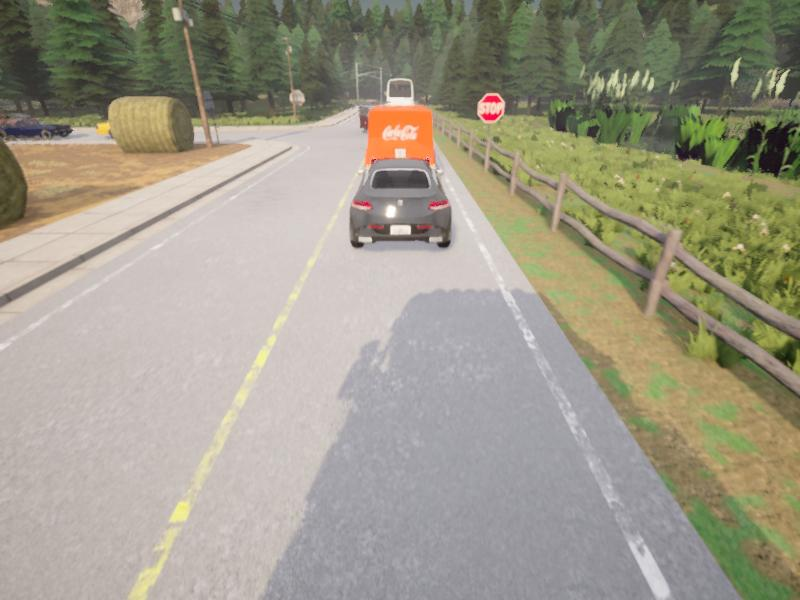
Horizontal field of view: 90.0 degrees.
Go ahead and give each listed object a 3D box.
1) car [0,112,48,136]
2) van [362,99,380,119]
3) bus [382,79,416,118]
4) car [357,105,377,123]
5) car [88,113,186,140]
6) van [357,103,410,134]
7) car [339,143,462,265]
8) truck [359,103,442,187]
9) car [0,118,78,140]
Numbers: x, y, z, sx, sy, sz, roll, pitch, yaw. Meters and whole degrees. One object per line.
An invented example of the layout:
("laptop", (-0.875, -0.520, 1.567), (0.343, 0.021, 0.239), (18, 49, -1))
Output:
("car", (-30.607, -13.624, 30.918), (4.514, 1.525, 2.007), (-1, 28, -2))
("van", (-3.452, -23.234, 48.574), (1.775, 1.987, 4.442), (0, 28, 0))
("bus", (-0.195, -26.540, 52.448), (3.944, 4.253, 10.273), (-1, 29, -1))
("car", (-3.453, -19.780, 42.457), (1.789, 1.549, 3.705), (0, 28, 0))
("car", (-18.469, -12.305, 28.308), (5.366, 1.575, 1.801), (-1, 28, -2))
("van", (-1.272, -14.751, 32.413), (1.775, 1.987, 4.442), (22, 35, 34))
("car", (0.011, -2.587, 9.607), (2.152, 1.651, 5.027), (0, 28, 0))
("truck", (0.019, -6.229, 15.635), (2.627, 2.467, 5.204), (0, 28, 0))
("car", (-25.884, -12.005, 28.066), (4.718, 1.301, 1.895), (-1, 28, -2))
